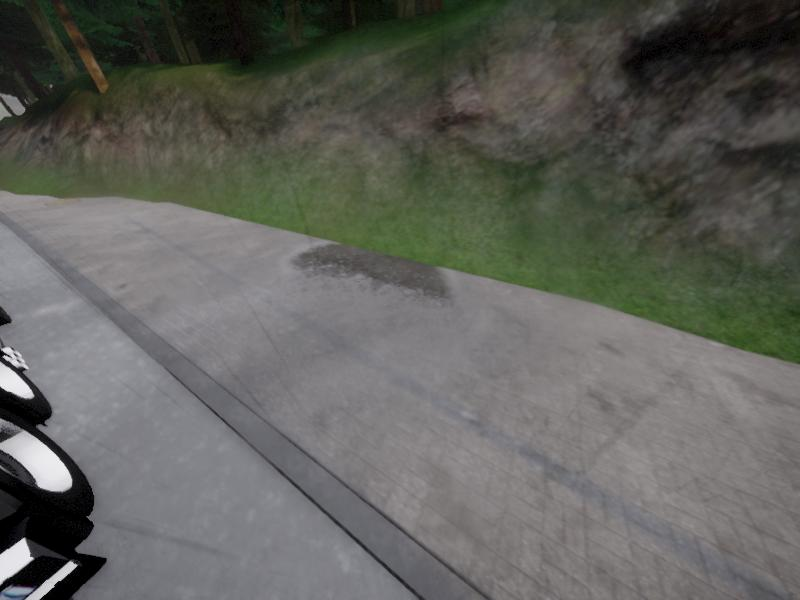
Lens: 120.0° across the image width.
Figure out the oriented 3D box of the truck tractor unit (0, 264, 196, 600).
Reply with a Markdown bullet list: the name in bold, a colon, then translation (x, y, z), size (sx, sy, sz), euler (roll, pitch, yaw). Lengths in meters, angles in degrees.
- **truck tractor unit**: translation (-5.118, -0.289, 0.799), size (6.516, 4.208, 3.053), euler (18, 39, 25)
